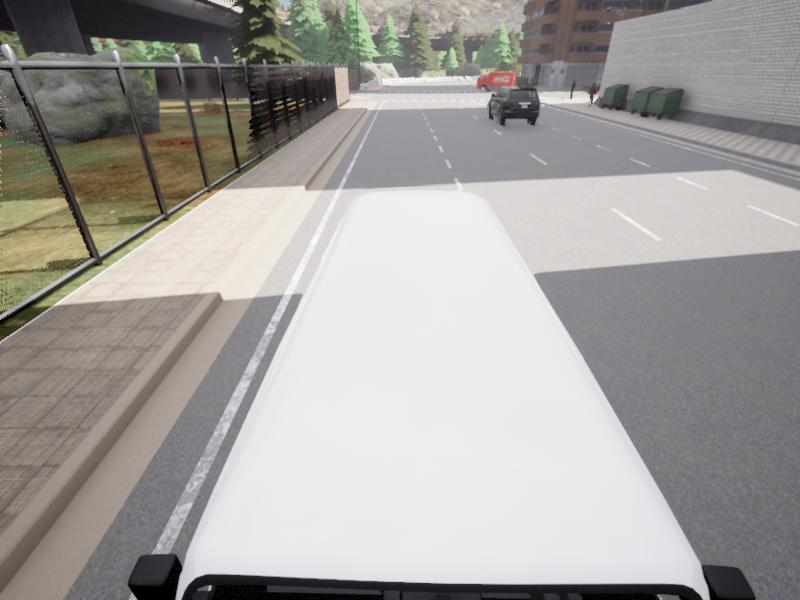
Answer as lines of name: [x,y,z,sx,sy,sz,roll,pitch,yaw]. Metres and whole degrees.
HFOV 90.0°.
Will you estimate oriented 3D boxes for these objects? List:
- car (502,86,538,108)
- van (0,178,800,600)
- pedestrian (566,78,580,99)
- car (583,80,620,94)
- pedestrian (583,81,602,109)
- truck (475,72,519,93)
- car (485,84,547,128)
car: [10.495,-17.935,35.303,1.816,1.474,4.193,0,30,0]
van: [0.157,0.642,2.944,2.069,2.038,4.480,0,29,1]
pedestrian: [17.780,-21.730,41.131,0.751,1.860,0.751,-4,30,-6]
car: [25.969,-27.517,51.634,3.705,1.549,1.789,0,30,0]
pedestrian: [14.911,-15.938,31.099,0.751,1.860,0.751,1,30,2]
truck: [13.411,-30.256,55.544,5.204,2.467,2.627,17,34,26]
car: [6.999,-12.164,24.855,2.150,2.045,5.566,0,30,0]
